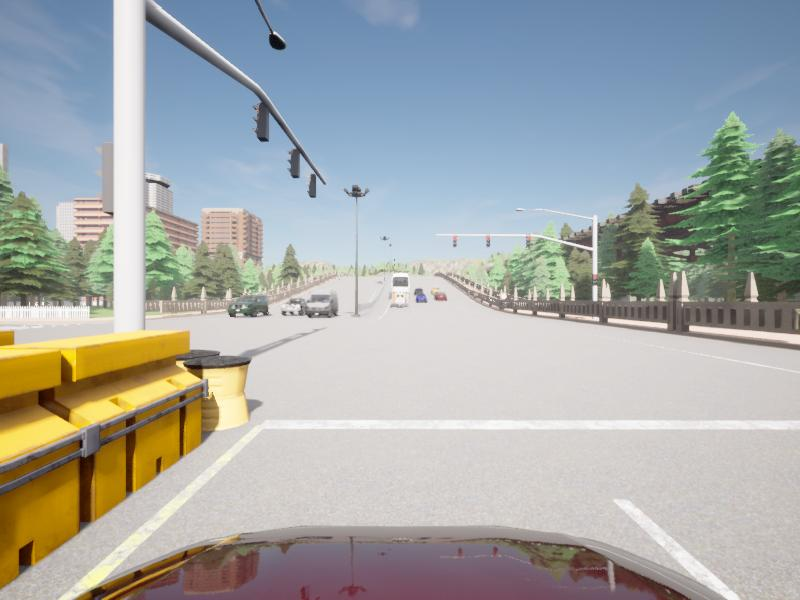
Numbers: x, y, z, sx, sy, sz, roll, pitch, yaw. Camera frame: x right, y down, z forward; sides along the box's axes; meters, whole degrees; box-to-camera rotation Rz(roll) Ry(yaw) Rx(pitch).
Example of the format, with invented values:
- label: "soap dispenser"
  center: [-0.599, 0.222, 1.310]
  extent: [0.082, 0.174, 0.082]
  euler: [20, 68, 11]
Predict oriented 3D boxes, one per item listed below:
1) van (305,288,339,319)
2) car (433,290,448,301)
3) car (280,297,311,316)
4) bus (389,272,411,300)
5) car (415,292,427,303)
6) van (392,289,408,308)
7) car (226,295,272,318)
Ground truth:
- label: "van"
  center: [-7.000, 0.311, 36.535]
  extent: [1.988, 2.561, 5.915]
  euler: [0, 0, 0]
- label: "car"
  center: [7.105, -0.846, 70.729]
  extent: [2.163, 1.488, 4.792]
  euler: [0, 7, 0]
- label: "car"
  center: [-10.494, 0.640, 40.403]
  extent: [1.932, 1.855, 4.605]
  euler: [0, -1, 0]
- label: "bus"
  center: [0.009, -2.790, 75.100]
  extent: [3.944, 4.253, 10.273]
  euler: [0, 7, 0]
- label: "car"
  center: [3.588, -0.516, 67.837]
  extent: [1.816, 1.474, 4.193]
  euler: [0, 6, 0]
- label: "van"
  center: [0.053, -0.355, 60.935]
  extent: [2.351, 2.431, 6.366]
  euler: [0, 5, 0]
- label: "car"
  center: [-14.028, 0.561, 37.491]
  extent: [2.150, 2.045, 5.566]
  euler: [0, 0, 1]
